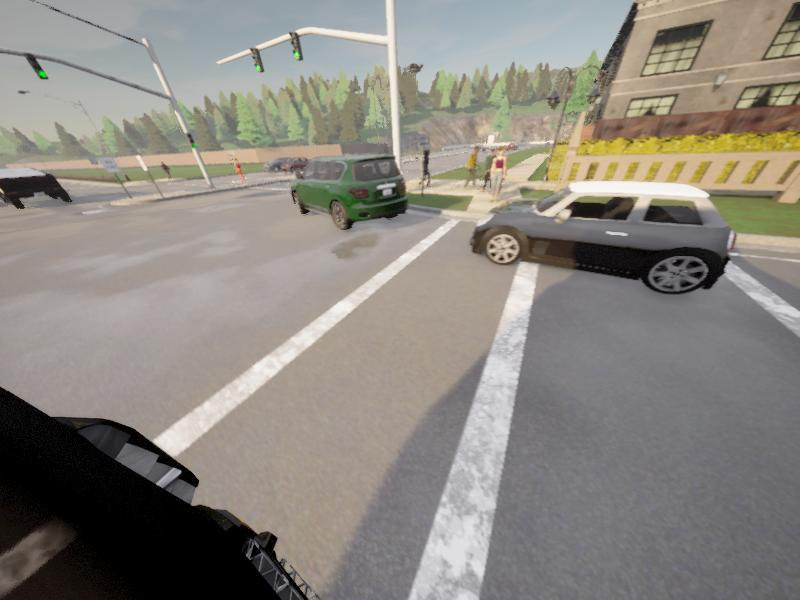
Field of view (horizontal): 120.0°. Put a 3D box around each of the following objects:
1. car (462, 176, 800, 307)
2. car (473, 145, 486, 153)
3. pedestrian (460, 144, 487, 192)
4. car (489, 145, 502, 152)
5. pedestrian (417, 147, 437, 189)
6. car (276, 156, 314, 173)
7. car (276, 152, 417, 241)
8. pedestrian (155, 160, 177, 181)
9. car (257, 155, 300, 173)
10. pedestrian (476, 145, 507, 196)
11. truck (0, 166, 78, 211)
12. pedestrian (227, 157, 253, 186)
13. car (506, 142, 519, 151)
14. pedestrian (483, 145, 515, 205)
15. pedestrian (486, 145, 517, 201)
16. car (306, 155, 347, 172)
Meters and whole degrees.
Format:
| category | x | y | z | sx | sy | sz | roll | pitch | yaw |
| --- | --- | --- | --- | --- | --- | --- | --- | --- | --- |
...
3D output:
| category | x | y | z | sx | sy | sz | roll | pitch | yaw |
| --- | --- | --- | --- | --- | --- | --- | --- | --- | --- |
| car | 3.488 | -1.481 | 4.559 | 3.806 | 1.475 | 1.970 | 17 | 38 | 27 |
| car | 20.054 | -38.030 | 58.090 | 1.837 | 1.490 | 4.892 | 16 | 38 | 27 |
| pedestrian | 3.428 | -6.190 | 10.895 | 0.751 | 1.860 | 0.751 | 23 | 42 | 34 |
| car | 23.938 | -37.915 | 57.785 | 1.895 | 1.301 | 4.718 | 16 | 38 | 27 |
| pedestrian | 1.396 | -6.971 | 12.246 | 0.751 | 1.860 | 0.751 | 17 | 39 | 27 |
| car | -13.709 | -17.820 | 30.344 | 1.851 | 1.617 | 3.988 | 16 | 38 | 27 |
| car | -2.134 | -4.045 | 8.345 | 2.150 | 2.045 | 5.566 | -28 | 41 | -32 |
| pedestrian | -25.358 | -14.044 | 25.054 | 0.751 | 1.860 | 0.751 | 16 | 38 | 26 |
| car | -16.653 | -18.838 | 31.938 | 2.097 | 1.767 | 4.553 | 16 | 38 | 27 |
| pedestrian | 3.963 | -5.645 | 10.108 | 0.751 | 1.860 | 0.751 | -3 | 34 | -1 |
| truck | -24.718 | -7.502 | 15.286 | 6.274 | 2.098 | 2.390 | 16 | 38 | 26 |
| pedestrian | -12.242 | -9.835 | 17.690 | 0.751 | 1.860 | 0.751 | 4 | 34 | 11 |
| car | 28.195 | -38.458 | 57.826 | 2.097 | 1.767 | 4.553 | 16 | 38 | 27 |
| pedestrian | 3.652 | -4.633 | 8.613 | 0.751 | 1.860 | 0.751 | 9 | 36 | 18 |
| pedestrian | 3.958 | -5.013 | 9.160 | 0.751 | 1.860 | 0.751 | 6 | 35 | 13 |
| car | -9.561 | -17.988 | 30.379 | 2.163 | 1.488 | 4.792 | 16 | 38 | 27 |
